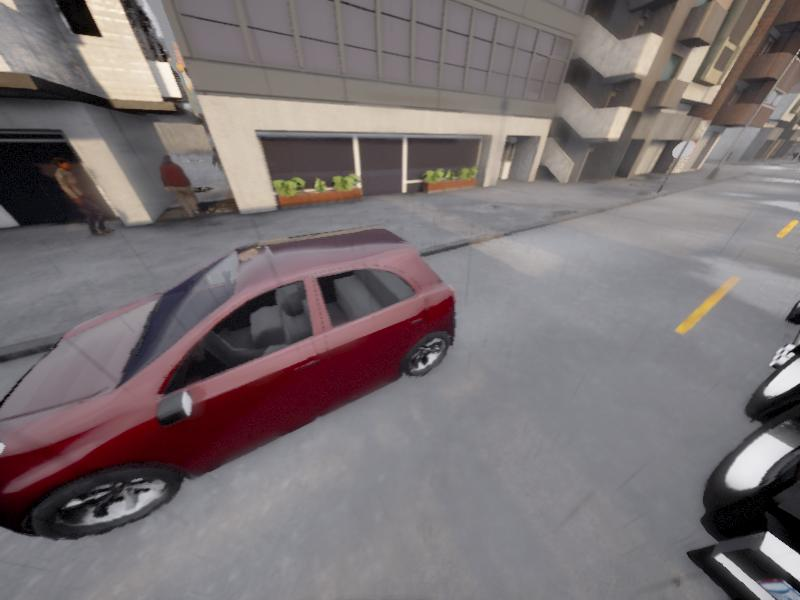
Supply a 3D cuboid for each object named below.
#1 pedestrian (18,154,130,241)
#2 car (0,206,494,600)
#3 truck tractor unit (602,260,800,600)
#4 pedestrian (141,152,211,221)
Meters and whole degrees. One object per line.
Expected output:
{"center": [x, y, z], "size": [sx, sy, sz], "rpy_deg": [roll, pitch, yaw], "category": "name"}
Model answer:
{"center": [-8.044, -2.574, 5.861], "size": [0.751, 1.860, 0.751], "rpy_deg": [-23, 41, -30], "category": "pedestrian"}
{"center": [-1.230, 0.242, 2.318], "size": [3.633, 1.501, 1.845], "rpy_deg": [-18, 39, -25], "category": "car"}
{"center": [5.108, -0.302, 0.792], "size": [6.516, 4.208, 3.053], "rpy_deg": [-18, 39, -24], "category": "truck tractor unit"}
{"center": [-6.999, -3.614, 7.370], "size": [0.751, 1.860, 0.751], "rpy_deg": [-11, 36, -16], "category": "pedestrian"}
